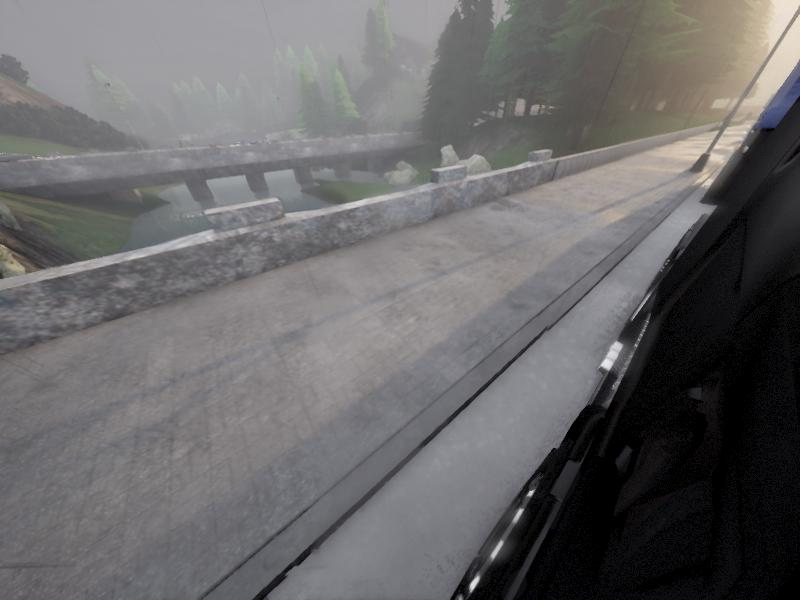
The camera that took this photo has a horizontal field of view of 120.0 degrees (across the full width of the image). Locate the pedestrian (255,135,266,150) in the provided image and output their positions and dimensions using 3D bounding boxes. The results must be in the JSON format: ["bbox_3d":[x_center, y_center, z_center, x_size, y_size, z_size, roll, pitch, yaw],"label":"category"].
[{"bbox_3d":[-21.310,-24.095,35.349,0.751,1.860,0.751,-25,42,-27],"label":"pedestrian"}]

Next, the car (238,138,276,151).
[{"bbox_3d":[-24.089,-26.447,39.142,5.008,1.535,1.882,-27,43,-28],"label":"car"}]

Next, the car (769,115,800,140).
[{"bbox_3d":[34.485,-15.080,20.158,3.988,1.617,1.851,-27,43,-29],"label":"car"}]

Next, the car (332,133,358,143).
[{"bbox_3d":[-11.135,-32.955,46.978,4.514,1.525,2.007,-27,43,-28],"label":"car"}]

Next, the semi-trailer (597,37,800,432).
[{"bbox_3d":[8.723,-3.595,4.193,14.254,4.402,2.717,-28,44,-29],"label":"semi-trailer"}]

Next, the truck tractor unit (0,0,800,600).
[{"bbox_3d":[2.645,-0.295,0.352,6.516,4.208,3.053,-28,44,-30],"label":"truck tractor unit"}]

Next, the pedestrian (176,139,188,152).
[{"bbox_3d":[-37.885,-26.881,40.129,0.751,1.860,0.751,-25,42,-27],"label":"pedestrian"}]

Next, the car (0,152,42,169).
[{"bbox_3d":[-48.615,-17.135,28.410,4.674,1.442,1.812,-27,43,-28],"label":"car"}]
